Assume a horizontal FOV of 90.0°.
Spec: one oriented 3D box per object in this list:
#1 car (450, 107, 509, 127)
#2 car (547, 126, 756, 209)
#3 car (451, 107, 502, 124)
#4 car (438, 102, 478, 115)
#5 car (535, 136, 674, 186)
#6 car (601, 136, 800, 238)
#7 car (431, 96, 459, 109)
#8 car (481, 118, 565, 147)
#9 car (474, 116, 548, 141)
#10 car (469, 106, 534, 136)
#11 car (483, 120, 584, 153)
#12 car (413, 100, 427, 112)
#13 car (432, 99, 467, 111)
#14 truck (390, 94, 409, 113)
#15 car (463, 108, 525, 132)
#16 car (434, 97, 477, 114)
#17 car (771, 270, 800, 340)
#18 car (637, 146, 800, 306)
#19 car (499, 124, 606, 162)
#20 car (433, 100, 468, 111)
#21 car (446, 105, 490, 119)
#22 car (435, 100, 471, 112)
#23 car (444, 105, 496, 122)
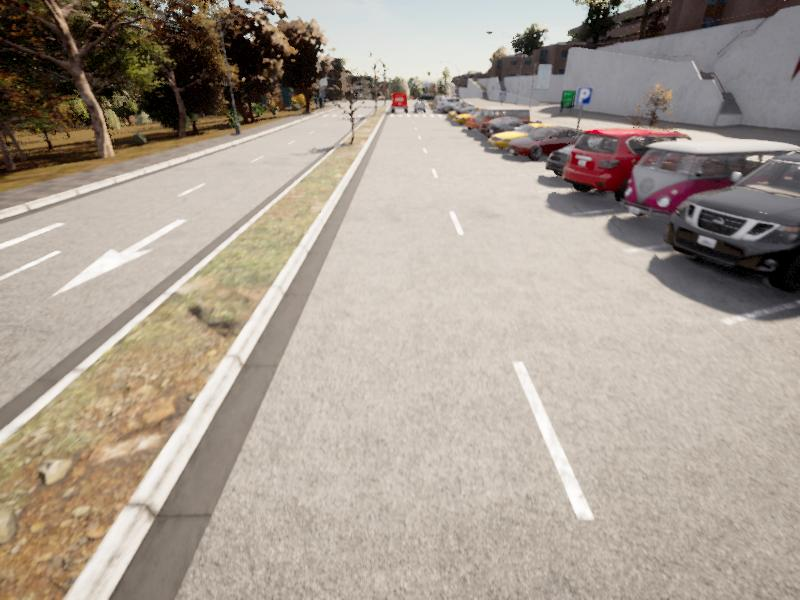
[{"bbox_3d":[7.856,-18.146,39.568,5.366,1.575,1.946,-9,30,-18],"label":"car"},{"bbox_3d":[8.081,-4.496,13.116,5.566,2.045,2.435,-9,29,-18],"label":"car"},{"bbox_3d":[8.054,-19.559,42.284,4.792,1.488,2.163,-9,29,-18],"label":"car"},{"bbox_3d":[8.027,-26.586,55.416,4.892,1.521,2.231,-9,30,-18],"label":"car"},{"bbox_3d":[8.045,-5.606,15.887,4.674,1.452,2.002,-9,29,-18],"label":"car"},{"bbox_3d":[7.948,-3.079,10.423,4.442,1.987,1.878,-9,29,-18],"label":"car"},{"bbox_3d":[7.898,-35.120,71.102,4.442,1.987,1.878,-9,30,-18],"label":"car"},{"bbox_3d":[8.066,-11.148,26.479,4.792,1.488,2.163,-9,29,-18],"label":"car"},{"bbox_3d":[8.033,-12.529,29.111,4.674,1.452,2.002,-9,29,-18],"label":"car"},{"bbox_3d":[7.931,-14.136,31.578,4.442,1.987,1.878,-9,30,-18],"label":"car"},{"bbox_3d":[7.870,-9.754,23.744,5.366,1.575,1.946,-9,29,-18],"label":"car"},{"bbox_3d":[2.944,-29.151,60.189,1.845,1.501,3.633,0,28,0],"label":"car"},{"bbox_3d":[8.182,-32.192,66.025,5.366,1.575,1.946,-9,29,-18],"label":"car"},{"bbox_3d":[-0.057,-29.669,60.182,2.627,2.467,5.204,0,27,0],"label":"truck"},{"bbox_3d":[8.006,-15.468,34.298,4.553,1.767,2.185,-9,29,-18],"label":"car"},{"bbox_3d":[8.044,-28.214,57.950,5.566,2.045,2.435,-9,29,-18],"label":"car"},{"bbox_3d":[8.052,-0.160,5.266,4.892,1.521,2.231,-9,29,-18],"label":"car"},{"bbox_3d":[8.034,-1.746,7.788,5.566,2.045,2.435,-9,29,-18],"label":"car"},{"bbox_3d":[8.017,-8.365,21.167,4.792,1.488,2.163,-9,29,-18],"label":"car"},{"bbox_3d":[8.004,-30.769,63.330,4.892,1.521,2.231,-9,29,-18],"label":"car"},{"bbox_3d":[8.019,-22.355,47.540,4.674,1.452,2.002,-9,29,-18],"label":"car"},{"bbox_3d":[8.018,-29.377,60.689,5.008,1.535,2.097,-9,30,-18],"label":"car"},{"bbox_3d":[7.852,-20.961,44.828,5.366,1.575,1.946,-9,30,-18],"label":"car"}]
